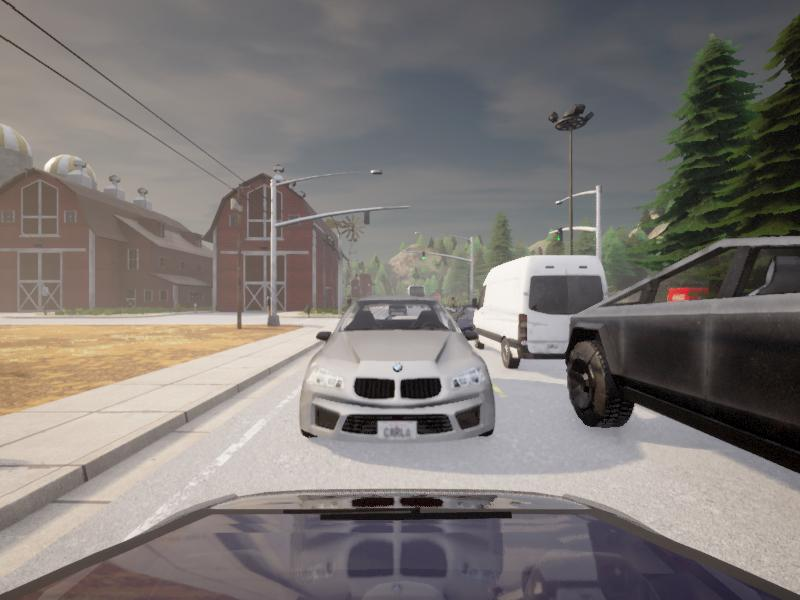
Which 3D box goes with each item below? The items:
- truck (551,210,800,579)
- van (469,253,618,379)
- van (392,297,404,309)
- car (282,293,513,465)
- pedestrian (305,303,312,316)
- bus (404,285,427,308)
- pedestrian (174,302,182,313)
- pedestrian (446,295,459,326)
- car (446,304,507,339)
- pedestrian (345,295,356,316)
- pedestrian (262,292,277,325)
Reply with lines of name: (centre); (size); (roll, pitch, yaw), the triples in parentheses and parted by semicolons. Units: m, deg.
truck: (3.469, 0.541, 2.868); (2.390, 2.098, 6.274); (0, 0, 0)
van: (3.437, 0.323, 11.109); (1.988, 2.561, 5.915); (0, 0, 0)
van: (-0.401, 0.574, 73.380); (2.069, 2.038, 4.480); (0, 0, 0)
car: (-0.044, 0.755, 6.177); (2.242, 1.667, 4.611); (0, 0, -1)
pedestrian: (-8.072, 0.838, 35.331); (0.500, 1.100, 0.500); (0, 0, -34)
bus: (2.944, -0.542, 79.174); (3.944, 4.253, 10.273); (0, -1, 0)
pedestrian: (-22.195, 0.719, 39.928); (0.500, 1.100, 0.500); (0, 0, 11)
pedestrian: (3.270, 0.627, 24.812); (0.751, 1.860, 0.751); (0, 0, 8)
car: (3.392, 0.907, 18.612); (1.994, 1.385, 4.181); (0, 0, 0)
pedestrian: (-4.540, 0.466, 36.458); (0.751, 1.860, 0.751); (0, 0, 14)
pedestrian: (-7.390, 0.462, 22.647); (0.751, 1.860, 0.751); (0, 0, -20)
